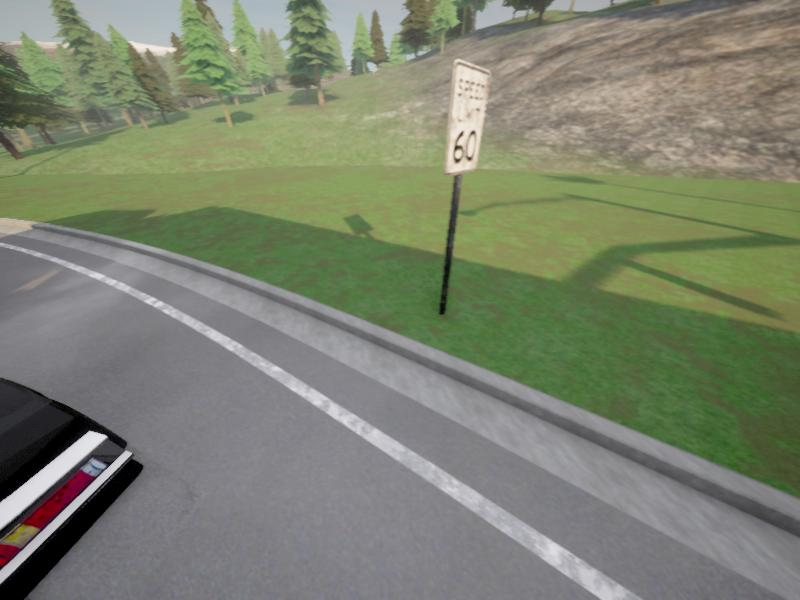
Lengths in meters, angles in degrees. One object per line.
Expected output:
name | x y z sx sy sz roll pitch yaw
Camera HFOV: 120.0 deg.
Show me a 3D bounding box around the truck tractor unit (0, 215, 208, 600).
truck tractor unit | -5.346 0.069 0.279 6.516 4.208 3.053 6 36 9
